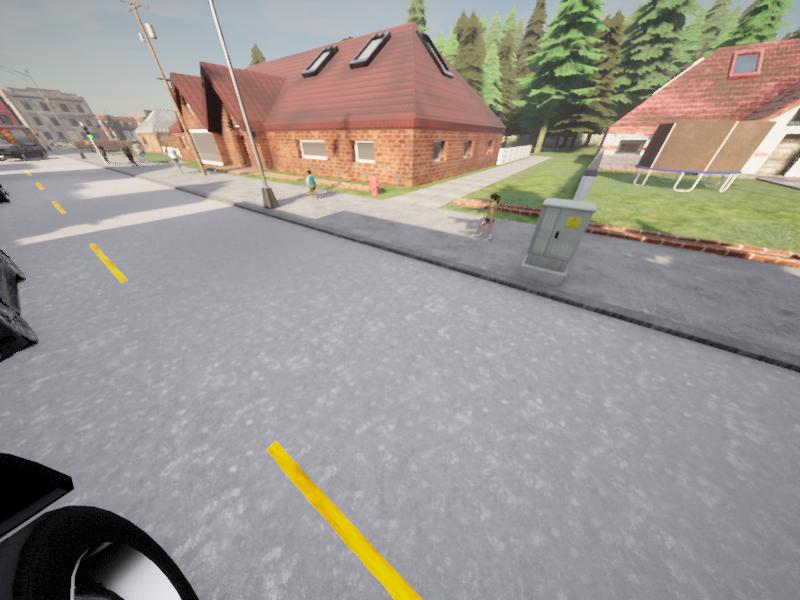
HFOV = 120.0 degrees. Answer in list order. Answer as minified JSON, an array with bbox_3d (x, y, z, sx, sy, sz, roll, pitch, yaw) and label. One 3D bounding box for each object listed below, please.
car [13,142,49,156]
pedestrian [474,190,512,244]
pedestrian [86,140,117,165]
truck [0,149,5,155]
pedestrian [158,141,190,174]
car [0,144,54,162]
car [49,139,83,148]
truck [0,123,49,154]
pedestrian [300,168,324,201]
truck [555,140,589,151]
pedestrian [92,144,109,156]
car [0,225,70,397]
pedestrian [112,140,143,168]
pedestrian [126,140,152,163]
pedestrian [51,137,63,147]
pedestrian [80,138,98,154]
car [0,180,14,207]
[{"bbox_3d":[-53.902,-22.149,33.774,4.902,1.511,2.128,22,41,28],"label":"car"},{"bbox_3d":[2.243,-2.016,5.626,0.500,1.100,0.500,26,42,32],"label":"pedestrian"},{"bbox_3d":[-26.834,-13.289,20.815,0.751,1.860,0.751,10,36,14],"label":"pedestrian"},{"bbox_3d":[-59.009,-21.800,32.414,5.204,2.467,2.627,22,41,28],"label":"truck"},{"bbox_3d":[-15.444,-9.715,15.803,0.751,1.860,0.751,27,43,33],"label":"pedestrian"},{"bbox_3d":[-42.382,-16.449,25.755,1.837,1.490,4.892,-13,37,-18],"label":"car"},{"bbox_3d":[-77.432,-36.246,53.587,1.851,1.617,3.988,22,41,28],"label":"car"},{"bbox_3d":[-60.948,-25.960,37.138,8.468,3.827,2.891,22,41,28],"label":"truck"},{"bbox_3d":[-3.538,-4.649,9.333,0.500,1.100,0.500,28,44,33],"label":"pedestrian"},{"bbox_3d":[42.231,-38.121,56.920,6.274,2.098,2.390,22,41,28],"label":"truck"},{"bbox_3d":[-40.262,-20.214,31.064,0.751,1.300,0.751,20,40,25],"label":"pedestrian"},{"bbox_3d":[-6.569,-0.136,2.767,4.902,1.511,2.128,22,41,28],"label":"car"},{"bbox_3d":[-22.182,-11.883,18.845,0.751,1.860,0.751,17,39,23],"label":"pedestrian"},{"bbox_3d":[-25.006,-14.234,22.169,0.751,1.860,0.751,21,40,26],"label":"pedestrian"},{"bbox_3d":[-81.927,-37.728,55.224,0.751,1.860,0.751,22,40,28],"label":"pedestrian"},{"bbox_3d":[-46.152,-22.852,34.292,0.751,1.860,0.751,-26,43,-32],"label":"pedestrian"},{"bbox_3d":[-17.690,-4.805,9.015,4.605,1.855,1.932,22,41,28],"label":"car"}]
